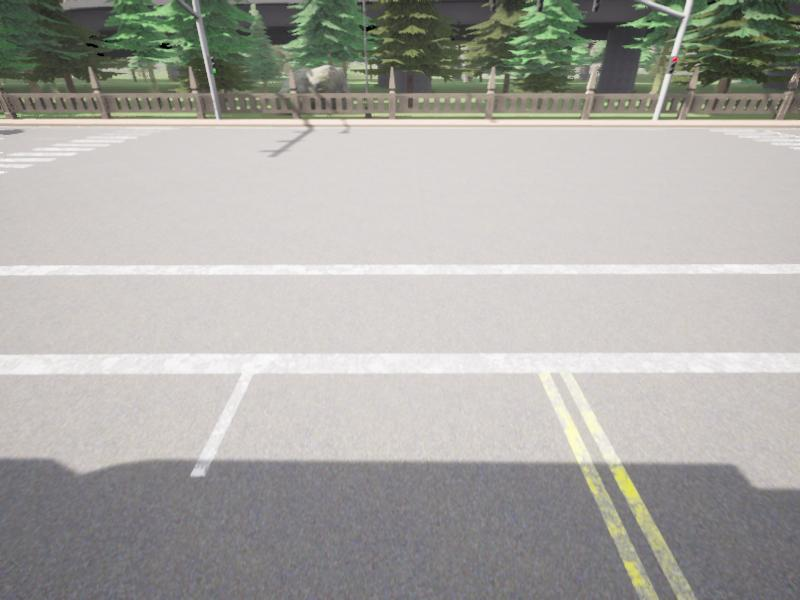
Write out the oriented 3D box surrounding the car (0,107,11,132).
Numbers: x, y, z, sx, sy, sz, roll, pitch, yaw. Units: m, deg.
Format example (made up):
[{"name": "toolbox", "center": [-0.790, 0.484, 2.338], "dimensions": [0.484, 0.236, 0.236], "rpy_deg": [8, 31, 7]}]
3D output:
[{"name": "car", "center": [-23.171, -9.199, 20.142], "dimensions": [4.892, 1.490, 1.837], "rpy_deg": [0, 30, 1]}]
